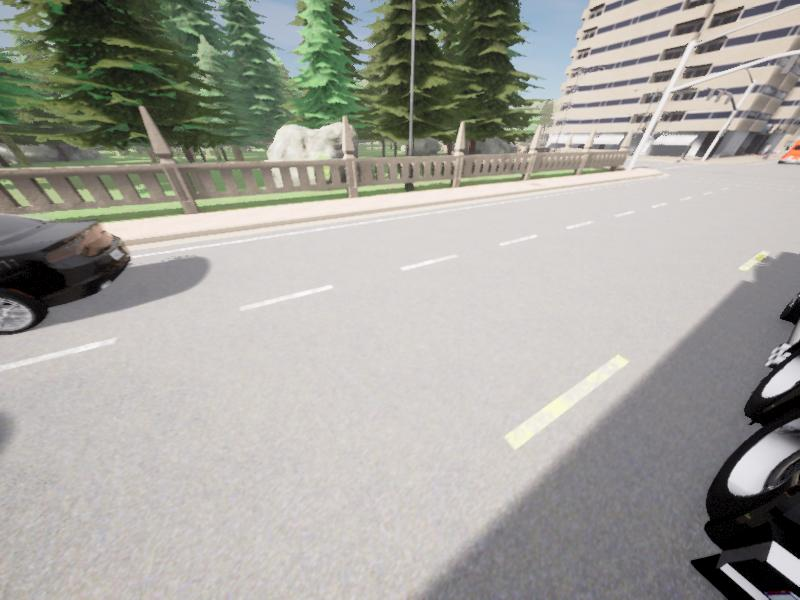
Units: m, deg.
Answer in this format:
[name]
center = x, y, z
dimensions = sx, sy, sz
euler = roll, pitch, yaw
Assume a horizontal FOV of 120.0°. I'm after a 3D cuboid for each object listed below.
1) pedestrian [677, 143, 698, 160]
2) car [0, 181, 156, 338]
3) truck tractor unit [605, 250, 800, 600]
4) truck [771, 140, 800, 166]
[pedestrian]
center = 37.704, -19.481, 30.291
dimensions = 0.751, 1.860, 0.751
euler = -14, 37, -19
[car]
center = -7.186, -0.253, 2.875
dimensions = 5.238, 1.638, 1.930
euler = -17, 38, -23
[truck tractor unit]
center = 5.085, -0.325, 0.819
dimensions = 6.516, 4.208, 3.053
euler = -19, 39, -25
[truck]
center = 48.168, -17.601, 27.537
dimensions = 5.204, 2.467, 2.627
euler = -17, 39, -23
